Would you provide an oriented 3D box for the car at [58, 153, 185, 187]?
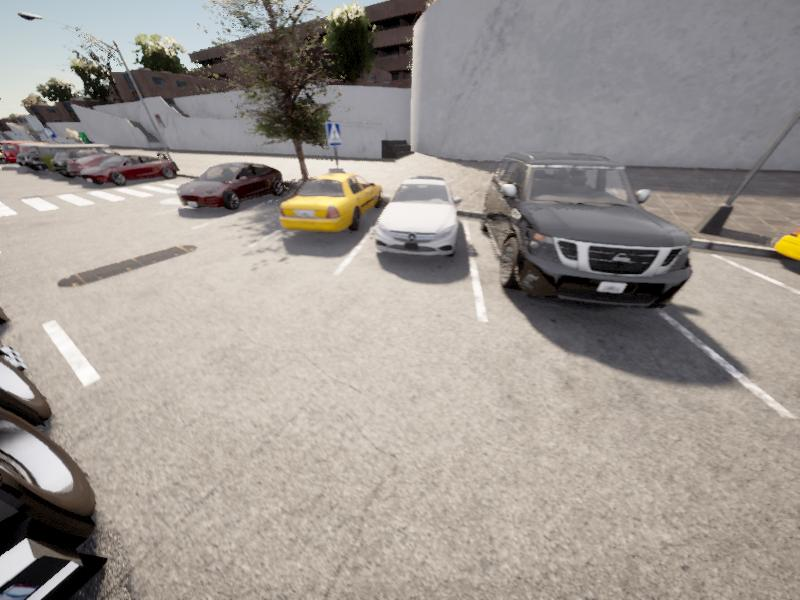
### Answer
[{"bbox_3d":[-17.569,-8.592,15.096,2.163,1.488,4.792,6,35,8],"label":"car"}]

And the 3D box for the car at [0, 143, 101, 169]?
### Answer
[{"bbox_3d":[-35.668,-14.823,23.567,2.435,2.045,5.566,6,35,8],"label":"car"}]

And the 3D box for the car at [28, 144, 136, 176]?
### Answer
[{"bbox_3d":[-25.317,-11.444,18.754,1.878,1.987,4.442,6,35,8],"label":"car"}]

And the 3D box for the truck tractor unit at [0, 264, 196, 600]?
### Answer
[{"bbox_3d":[-5.109,-0.302,0.787,6.516,4.208,3.053,18,39,24],"label":"truck tractor unit"}]

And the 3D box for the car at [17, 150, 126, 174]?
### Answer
[{"bbox_3d":[-27.921,-12.040,20.006,2.231,1.521,4.892,6,35,8],"label":"car"}]

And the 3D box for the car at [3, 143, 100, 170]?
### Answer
[{"bbox_3d":[-33.100,-13.867,22.236,1.878,1.987,4.442,6,35,8],"label":"car"}]

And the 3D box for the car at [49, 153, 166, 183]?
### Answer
[{"bbox_3d":[-20.172,-9.455,16.356,2.002,1.452,4.674,6,35,8],"label":"car"}]

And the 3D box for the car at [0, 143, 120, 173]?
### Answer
[{"bbox_3d":[-30.500,-13.086,21.069,2.435,2.045,5.566,6,35,8],"label":"car"}]

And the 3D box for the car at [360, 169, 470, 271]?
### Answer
[{"bbox_3d":[0.636,-2.612,6.496,2.002,1.452,4.674,6,35,8],"label":"car"}]

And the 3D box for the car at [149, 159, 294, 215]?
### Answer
[{"bbox_3d":[-7.171,-5.166,10.167,2.163,1.488,4.792,6,35,8],"label":"car"}]

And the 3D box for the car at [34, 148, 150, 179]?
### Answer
[{"bbox_3d":[-22.758,-10.428,17.465,2.185,1.767,4.553,6,35,8],"label":"car"}]

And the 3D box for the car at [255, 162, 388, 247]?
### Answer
[{"bbox_3d":[-1.942,-3.600,7.856,1.946,1.575,5.366,6,35,8],"label":"car"}]

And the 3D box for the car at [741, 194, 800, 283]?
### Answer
[{"bbox_3d":[8.405,-0.008,2.595,1.946,1.575,5.366,6,35,8],"label":"car"}]

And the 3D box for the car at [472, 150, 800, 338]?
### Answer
[{"bbox_3d":[3.236,-1.981,5.067,2.435,2.045,5.566,6,35,8],"label":"car"}]

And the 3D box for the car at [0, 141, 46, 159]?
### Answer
[{"bbox_3d":[-53.772,-20.780,31.966,1.878,1.987,4.442,7,35,7],"label":"car"}]
